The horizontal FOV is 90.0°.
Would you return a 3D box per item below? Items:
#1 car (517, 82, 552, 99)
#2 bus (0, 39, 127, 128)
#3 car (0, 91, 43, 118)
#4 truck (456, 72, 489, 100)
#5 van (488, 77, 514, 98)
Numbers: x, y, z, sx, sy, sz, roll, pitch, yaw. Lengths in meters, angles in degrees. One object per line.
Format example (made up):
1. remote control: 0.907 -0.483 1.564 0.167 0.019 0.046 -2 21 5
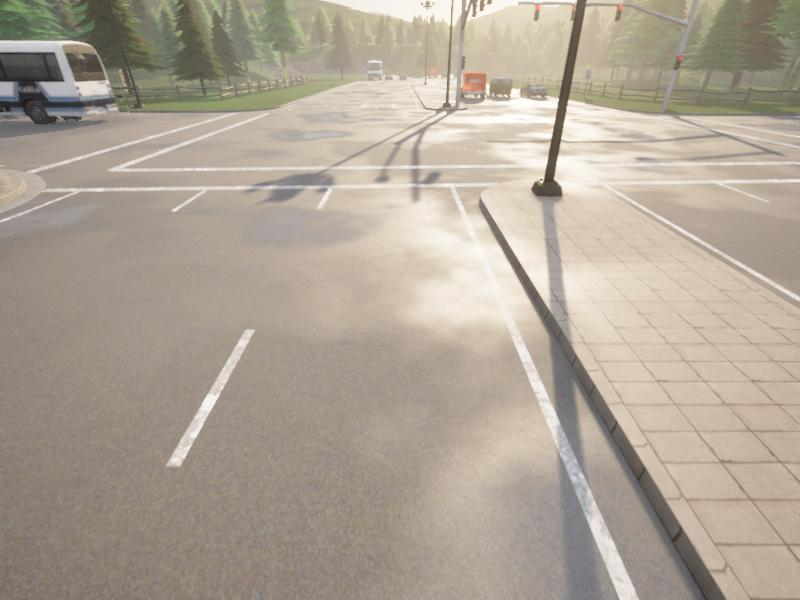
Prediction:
1. car: 14.794 -23.253 44.398 2.033 1.411 5.357 0 30 0
2. bus: -23.127 -12.757 23.607 10.273 4.253 3.944 1 30 1
3. car: -27.864 -13.450 27.488 4.514 1.525 2.007 1 30 1
4. truck: 7.791 -23.427 43.627 2.627 2.467 5.204 0 30 0
5. van: 11.292 -24.022 45.126 1.775 1.987 4.442 0 30 0
